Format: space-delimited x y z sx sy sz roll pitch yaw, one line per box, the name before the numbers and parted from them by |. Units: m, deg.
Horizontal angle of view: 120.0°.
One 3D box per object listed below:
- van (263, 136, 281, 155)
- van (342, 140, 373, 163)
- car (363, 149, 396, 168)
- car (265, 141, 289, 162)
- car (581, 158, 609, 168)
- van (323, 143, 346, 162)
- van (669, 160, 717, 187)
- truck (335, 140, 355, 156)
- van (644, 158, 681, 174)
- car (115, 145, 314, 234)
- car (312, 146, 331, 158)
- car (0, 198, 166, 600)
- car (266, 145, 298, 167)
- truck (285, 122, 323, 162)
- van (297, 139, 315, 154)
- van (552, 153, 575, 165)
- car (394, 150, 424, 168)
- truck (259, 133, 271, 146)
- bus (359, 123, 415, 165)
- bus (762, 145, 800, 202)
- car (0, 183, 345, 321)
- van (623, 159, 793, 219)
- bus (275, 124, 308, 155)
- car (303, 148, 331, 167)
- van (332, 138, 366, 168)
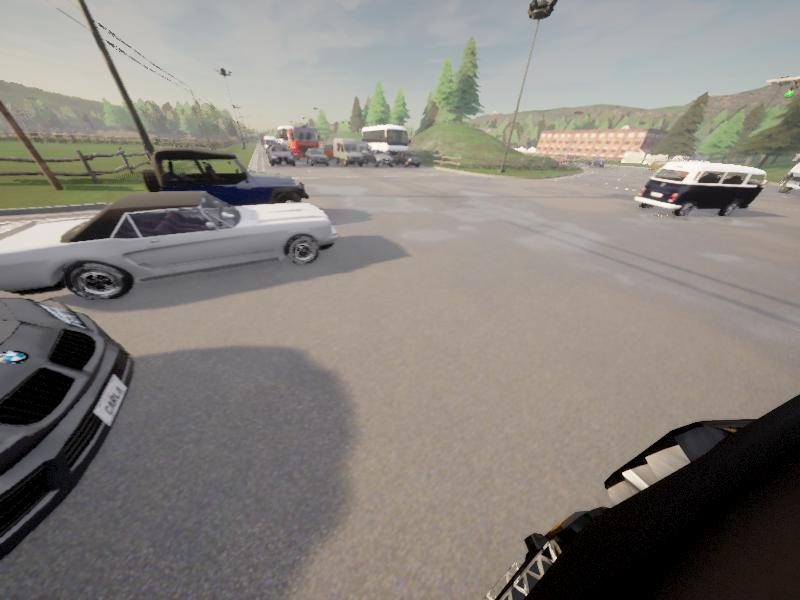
van | -21.530 -25.952 38.781 1.988 2.561 5.915 -14 37 -23
van | -6.165 -21.302 33.028 2.351 2.431 6.366 -14 37 -23
car | -2.527 -16.746 27.216 2.152 1.651 5.027 -14 37 -23
car | -15.128 -18.269 28.360 1.932 1.855 4.605 -14 38 -23
car | 39.725 -28.066 47.194 2.163 1.488 4.792 6 34 4
van | -8.911 -19.899 31.139 1.775 1.987 4.442 -14 37 -23
van | 28.877 -12.629 22.916 4.480 2.038 2.069 -28 45 -37
truck | -11.640 -32.042 48.613 2.627 2.467 5.204 -14 37 -23
van | 44.825 -23.035 39.600 1.775 1.987 4.442 12 35 12
car | -4.982 -3.462 6.999 3.866 1.878 1.905 -17 39 -26
car | -12.880 -24.257 37.844 1.812 1.442 4.674 -14 37 -23
car | -4.339 0.964 0.642 4.611 1.667 2.242 -16 38 -26
car | -11.840 -14.375 22.980 2.242 1.667 4.611 -14 37 -23
truck | -12.926 -20.956 30.777 2.891 3.827 8.468 -14 37 -23
van | -20.111 -33.040 49.546 2.351 2.431 6.366 -14 37 -23
van | 36.633 -31.714 51.960 1.775 1.987 4.442 1 34 -2
car | 0.964 -17.084 27.979 1.851 1.617 3.988 -14 37 -23
truck | -49.742 -59.142 85.112 2.891 3.827 8.468 -14 37 -23
bus | -2.229 -22.086 32.841 3.944 4.253 10.273 -14 37 -23
bus | 31.587 -9.206 16.008 3.944 4.253 10.273 30 42 33
car | -3.708 -1.325 4.434 4.718 1.301 1.895 -16 38 -26
van | 13.618 -5.034 10.514 4.480 2.038 2.069 -3 36 -8
bus | -20.848 -30.458 44.005 3.944 4.253 10.273 -14 37 -23
car | -8.960 -15.353 24.800 1.837 1.490 4.892 -14 37 -23
van | -5.821 -16.566 25.891 1.988 2.561 5.915 -14 37 -23
